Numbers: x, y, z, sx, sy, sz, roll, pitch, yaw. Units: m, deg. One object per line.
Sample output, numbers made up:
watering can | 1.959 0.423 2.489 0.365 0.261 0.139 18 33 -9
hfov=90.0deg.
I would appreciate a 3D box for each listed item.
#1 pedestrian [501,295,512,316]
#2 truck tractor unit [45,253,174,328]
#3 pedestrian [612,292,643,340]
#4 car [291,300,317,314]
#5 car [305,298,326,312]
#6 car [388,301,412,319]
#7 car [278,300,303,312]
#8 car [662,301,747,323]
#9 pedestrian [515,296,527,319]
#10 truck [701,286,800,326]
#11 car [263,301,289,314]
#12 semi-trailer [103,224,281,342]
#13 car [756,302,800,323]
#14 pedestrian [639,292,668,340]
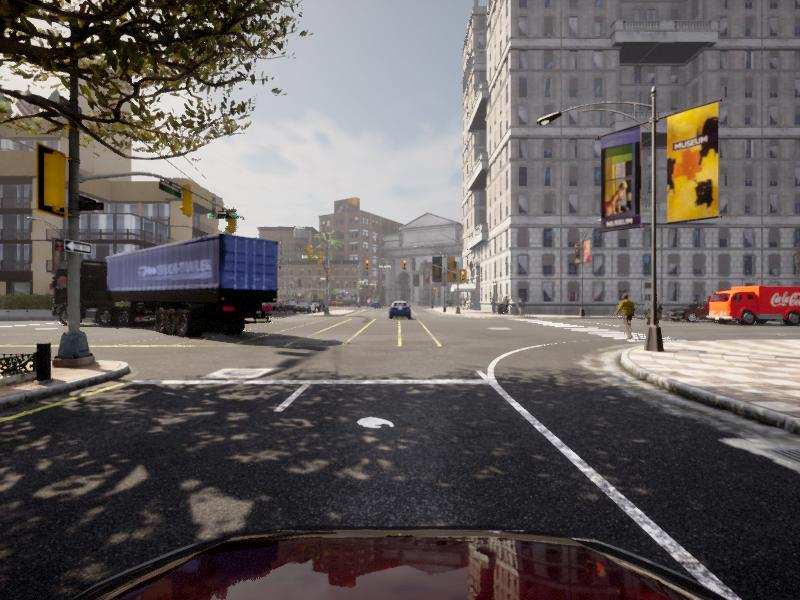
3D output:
pedestrian | 9.786 0.484 36.847 0.751 1.860 0.751 0 0 -10
truck tractor unit | -17.918 -0.524 24.826 6.516 4.208 3.053 0 0 15
pedestrian | 9.046 0.637 15.925 0.751 1.860 0.751 0 0 -5
car | -11.489 0.825 48.237 2.038 1.542 4.974 0 0 0
car | -11.485 0.651 54.488 1.932 1.855 4.605 0 0 0
car | 0.011 0.852 35.728 1.970 1.475 3.806 0 0 0
car | -14.985 0.770 55.106 1.930 1.638 5.238 0 0 0
car | 22.220 0.845 29.310 4.892 1.490 1.837 0 0 0
pedestrian | 9.971 0.636 33.047 0.751 1.860 0.751 0 0 0
truck | 23.031 0.356 25.821 5.204 2.467 2.627 0 0 -1
car | -14.984 0.852 48.417 1.970 1.475 3.806 0 0 0
semi-trailer | -11.437 -0.627 20.524 14.254 4.402 2.717 0 -1 40
car | 29.673 0.894 29.345 5.357 1.411 2.033 0 0 0
pedestrian | 10.144 0.637 16.048 0.751 1.860 0.751 0 0 7
